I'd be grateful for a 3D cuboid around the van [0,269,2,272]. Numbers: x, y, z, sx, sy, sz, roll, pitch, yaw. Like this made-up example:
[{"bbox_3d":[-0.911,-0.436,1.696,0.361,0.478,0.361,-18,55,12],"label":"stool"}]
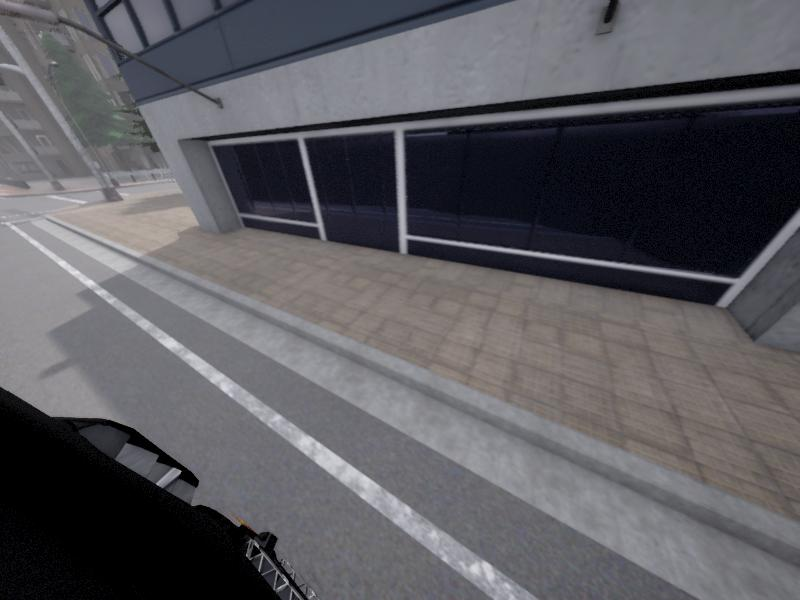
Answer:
[{"bbox_3d":[-12.194,-1.617,5.456,4.442,1.987,1.775,16,38,26],"label":"van"}]
